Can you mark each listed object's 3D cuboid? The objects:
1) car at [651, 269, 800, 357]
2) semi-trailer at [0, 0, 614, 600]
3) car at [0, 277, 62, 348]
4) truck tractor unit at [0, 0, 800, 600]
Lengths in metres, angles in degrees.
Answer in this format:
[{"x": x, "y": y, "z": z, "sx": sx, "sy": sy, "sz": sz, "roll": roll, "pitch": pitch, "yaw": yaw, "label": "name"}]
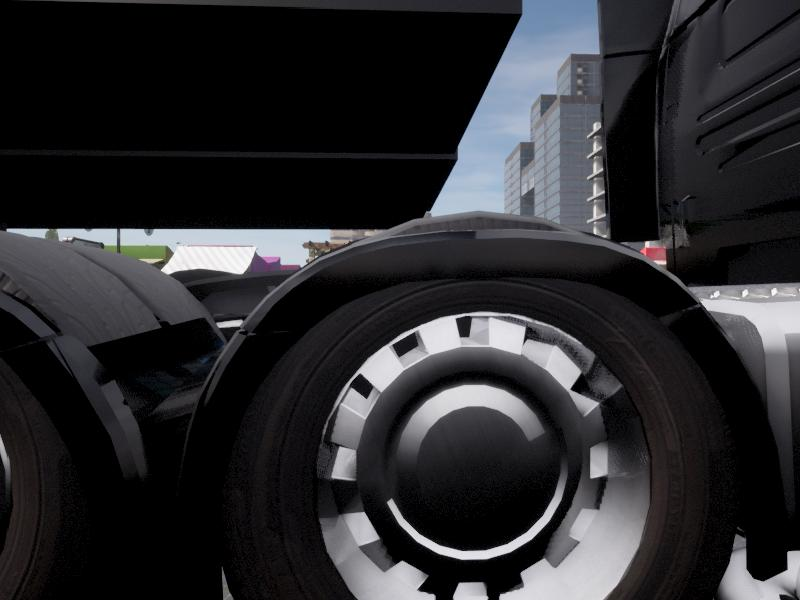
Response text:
[{"x": 8.133, "y": 0.223, "z": 8.383, "sx": 5.008, "sy": 1.535, "sz": 1.882, "roll": 0, "pitch": 0, "yaw": -13, "label": "car"}, {"x": -6.799, "y": -1.218, "z": 1.762, "sx": 14.254, "sy": 4.402, "sz": 2.717, "roll": 0, "pitch": 0, "yaw": -2, "label": "semi-trailer"}, {"x": -10.361, "y": 0.254, "z": 8.839, "sx": 4.193, "sy": 1.474, "sz": 1.816, "roll": 0, "pitch": 0, "yaw": -2, "label": "car"}, {"x": 1.105, "y": -1.116, "z": 2.104, "sx": 6.516, "sy": 4.208, "sz": 3.053, "roll": 0, "pitch": 0, "yaw": -3, "label": "truck tractor unit"}]
